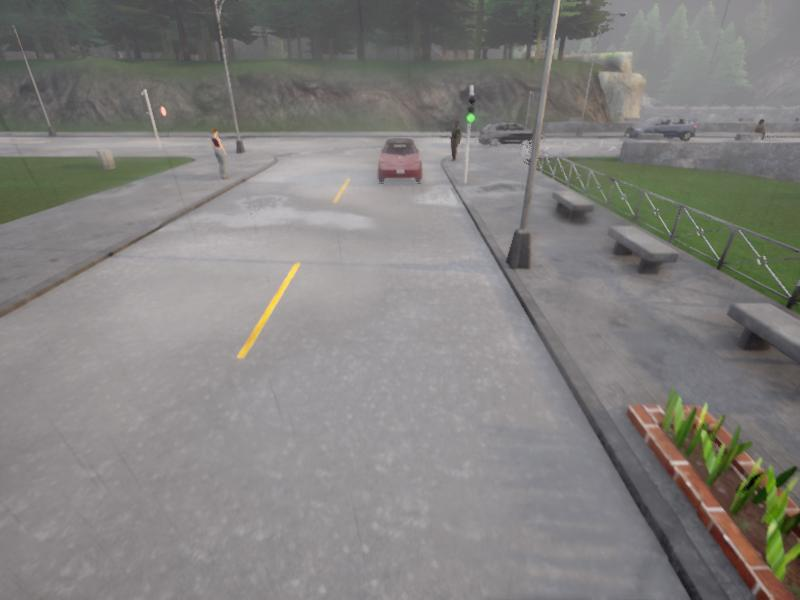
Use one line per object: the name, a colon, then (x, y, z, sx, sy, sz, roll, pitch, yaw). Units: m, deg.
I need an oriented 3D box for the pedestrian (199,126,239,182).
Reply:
pedestrian: (-6.779, -5.503, 15.057, 0.751, 1.860, 0.751, 17, 32, 30)

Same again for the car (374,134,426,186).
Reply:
car: (-0.004, -5.762, 16.209, 1.845, 1.501, 3.633, 0, 27, 0)

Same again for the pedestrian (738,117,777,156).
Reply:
pedestrian: (19.129, -8.767, 21.441, 0.751, 1.860, 0.751, 0, 27, 0)

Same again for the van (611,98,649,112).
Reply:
van: (46.410, -39.475, 80.867, 5.915, 2.561, 1.988, 0, 27, 0)

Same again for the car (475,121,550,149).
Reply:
car: (7.288, -10.805, 26.113, 4.193, 1.474, 1.816, -4, 27, -8)

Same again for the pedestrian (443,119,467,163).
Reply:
pedestrian: (2.616, -7.617, 19.159, 0.751, 1.860, 0.751, -14, 30, -26)

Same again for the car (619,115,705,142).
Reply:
car: (19.449, -12.848, 29.893, 4.611, 1.667, 2.242, 0, 27, 0)
